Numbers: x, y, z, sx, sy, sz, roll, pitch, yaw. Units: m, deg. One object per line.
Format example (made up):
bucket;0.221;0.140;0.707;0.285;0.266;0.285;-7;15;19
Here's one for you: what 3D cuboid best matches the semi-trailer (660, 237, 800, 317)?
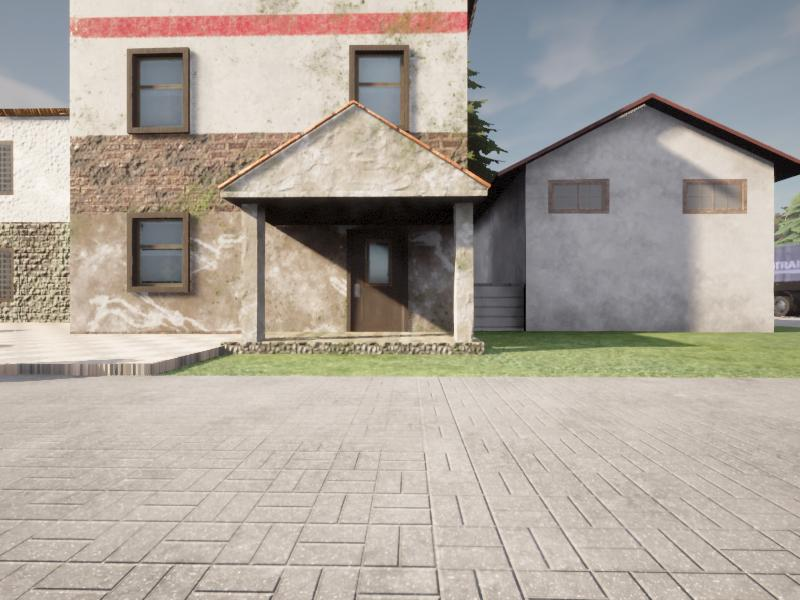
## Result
semi-trailer;23.348;-1.225;26.983;2.717;4.402;14.254;0;0;1
